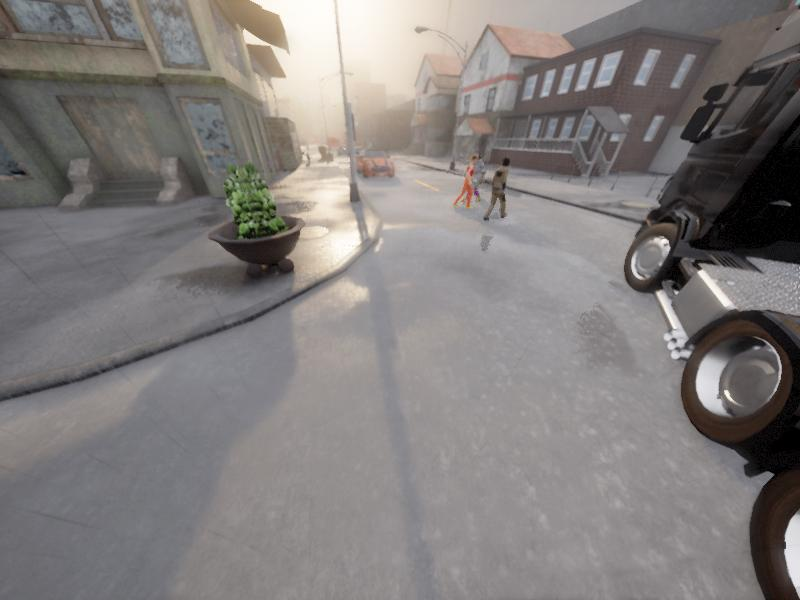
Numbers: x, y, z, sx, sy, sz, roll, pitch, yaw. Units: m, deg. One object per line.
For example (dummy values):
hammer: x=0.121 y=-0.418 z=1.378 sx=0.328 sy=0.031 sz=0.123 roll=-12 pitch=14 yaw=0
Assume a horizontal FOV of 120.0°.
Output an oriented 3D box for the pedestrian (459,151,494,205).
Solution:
pedestrian: x=3.060 y=-4.987 z=9.465 sx=0.751 sy=1.860 sz=0.751 roll=-10 pitch=36 yaw=-15

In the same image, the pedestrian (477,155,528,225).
pedestrian: x=3.159 y=-3.451 z=7.271 sx=0.751 sy=1.860 sz=0.751 roll=-17 pitch=39 yaw=-23

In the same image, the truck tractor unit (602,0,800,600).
truck tractor unit: x=4.443 y=-0.688 z=1.352 sx=3.053 sy=4.208 sz=6.516 roll=19 pitch=39 yaw=25

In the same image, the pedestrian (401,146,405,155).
pedestrian: x=0.461 y=-24.142 z=37.287 sx=0.500 sy=1.100 sz=0.500 roll=-7 pitch=36 yaw=-10

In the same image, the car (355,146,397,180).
car: x=-1.841 y=-10.038 z=16.737 sx=2.097 sy=1.767 sz=4.553 roll=-9 pitch=36 yaw=-13

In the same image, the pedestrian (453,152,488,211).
pedestrian: x=2.538 y=-4.344 z=8.540 sx=0.751 sy=1.860 sz=0.751 roll=-2 pitch=35 yaw=-4

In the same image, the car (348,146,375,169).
car: x=-3.697 y=-13.588 z=21.956 sx=1.851 sy=1.617 sz=3.988 roll=-9 pitch=36 yaw=-14
